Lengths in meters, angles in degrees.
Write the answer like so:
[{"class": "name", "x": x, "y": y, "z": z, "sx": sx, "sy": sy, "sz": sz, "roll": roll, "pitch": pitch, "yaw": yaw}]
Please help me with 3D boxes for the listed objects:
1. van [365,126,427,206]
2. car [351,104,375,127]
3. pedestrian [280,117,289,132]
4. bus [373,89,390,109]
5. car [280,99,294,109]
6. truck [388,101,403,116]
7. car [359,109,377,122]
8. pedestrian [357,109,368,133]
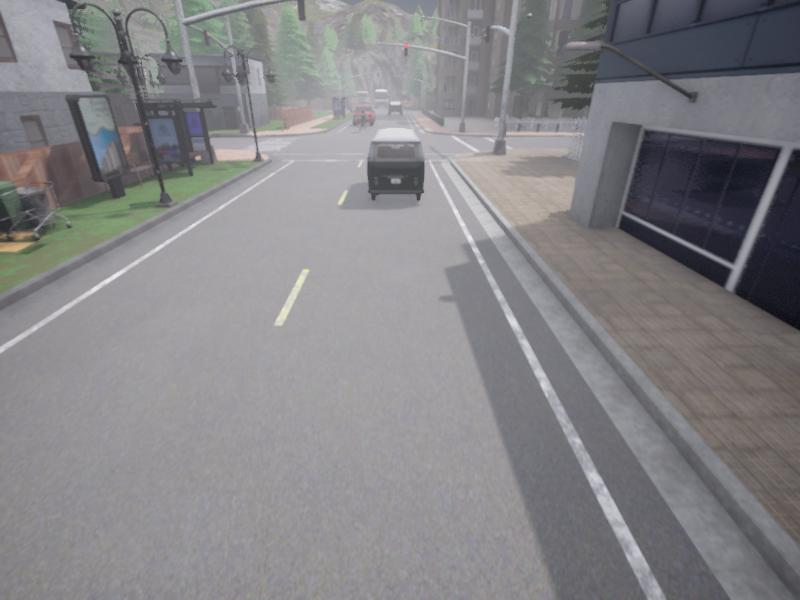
[{"class": "van", "x": -0.142, "y": -4.777, "z": 13.791, "sx": 1.775, "sy": 1.987, "sz": 4.442, "roll": 0, "pitch": 27, "yaw": -1}, {"class": "car", "x": -4.002, "y": -20.529, "z": 44.426, "sx": 2.150, "sy": 2.045, "sz": 5.566, "roll": 0, "pitch": 27, "yaw": -1}, {"class": "pedestrian", "x": -9.886, "y": -15.037, "z": 34.297, "sx": 0.500, "sy": 1.100, "sz": 0.500, "roll": -3, "pitch": 27, "yaw": -6}, {"class": "bus", "x": -4.572, "y": -51.767, "z": 102.959, "sx": 3.944, "sy": 4.253, "sz": 10.273, "roll": 0, "pitch": 27, "yaw": -1}, {"class": "car", "x": -26.087, "y": -45.217, "z": 92.253, "sx": 1.932, "sy": 1.855, "sz": 4.605, "roll": -1, "pitch": 27, "yaw": -2}, {"class": "truck", "x": -0.762, "y": -31.815, "z": 66.421, "sx": 2.390, "sy": 2.098, "sz": 6.274, "roll": 0, "pitch": 27, "yaw": -1}, {"class": "car", "x": -4.088, "y": -23.874, "z": 51.696, "sx": 1.994, "sy": 1.385, "sz": 4.181, "roll": 0, "pitch": 27, "yaw": -1}, {"class": "pedestrian", "x": -3.283, "y": -15.769, "z": 35.291, "sx": 0.751, "sy": 1.860, "sz": 0.751, "roll": 4, "pitch": 27, "yaw": 7}]
